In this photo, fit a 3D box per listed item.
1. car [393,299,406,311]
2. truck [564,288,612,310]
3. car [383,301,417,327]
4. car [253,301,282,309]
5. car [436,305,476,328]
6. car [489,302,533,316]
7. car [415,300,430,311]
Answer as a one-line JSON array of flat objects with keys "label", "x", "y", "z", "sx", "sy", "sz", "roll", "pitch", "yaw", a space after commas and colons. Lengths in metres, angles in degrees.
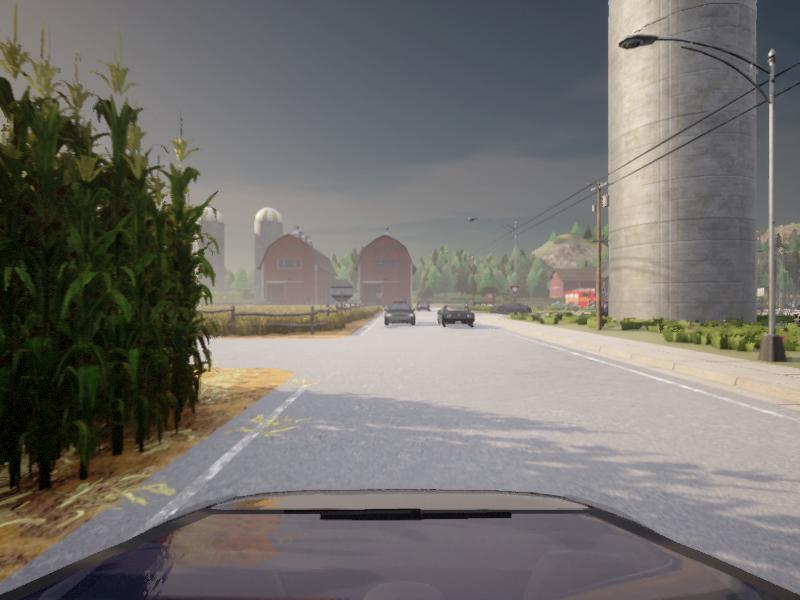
[{"label": "car", "x": -0.025, "y": 0.728, "z": 60.628, "sx": 1.905, "sy": 1.878, "sz": 3.866, "roll": 0, "pitch": 0, "yaw": 0}, {"label": "truck", "x": 34.643, "y": -0.222, "z": 74.039, "sx": 2.891, "sy": 3.827, "sz": 8.468, "roll": 0, "pitch": 0, "yaw": -20}, {"label": "car", "x": -0.004, "y": 0.865, "z": 26.260, "sx": 2.038, "sy": 1.542, "sz": 4.974, "roll": 0, "pitch": 0, "yaw": 0}, {"label": "car", "x": -24.930, "y": 0.958, "z": 75.646, "sx": 4.792, "sy": 1.488, "sz": 2.163, "roll": 0, "pitch": 0, "yaw": -3}, {"label": "car", "x": 3.412, "y": 0.980, "z": 25.241, "sx": 1.895, "sy": 1.301, "sz": 4.718, "roll": 0, "pitch": 0, "yaw": 1}, {"label": "car", "x": 12.095, "y": 0.969, "z": 43.784, "sx": 4.181, "sy": 1.385, "sz": 1.994, "roll": 0, "pitch": 0, "yaw": -1}, {"label": "car", "x": 3.477, "y": 0.864, "z": 61.588, "sx": 2.033, "sy": 1.649, "sz": 4.856, "roll": 0, "pitch": 0, "yaw": 0}]
